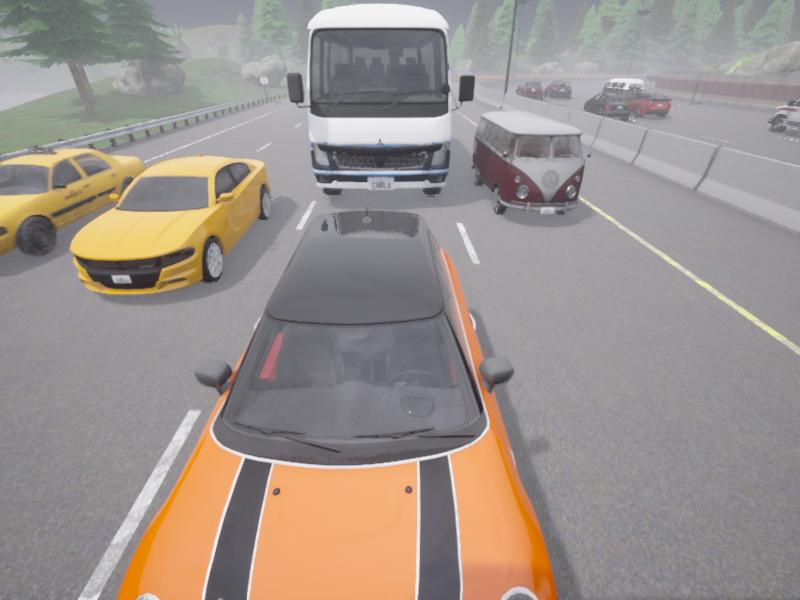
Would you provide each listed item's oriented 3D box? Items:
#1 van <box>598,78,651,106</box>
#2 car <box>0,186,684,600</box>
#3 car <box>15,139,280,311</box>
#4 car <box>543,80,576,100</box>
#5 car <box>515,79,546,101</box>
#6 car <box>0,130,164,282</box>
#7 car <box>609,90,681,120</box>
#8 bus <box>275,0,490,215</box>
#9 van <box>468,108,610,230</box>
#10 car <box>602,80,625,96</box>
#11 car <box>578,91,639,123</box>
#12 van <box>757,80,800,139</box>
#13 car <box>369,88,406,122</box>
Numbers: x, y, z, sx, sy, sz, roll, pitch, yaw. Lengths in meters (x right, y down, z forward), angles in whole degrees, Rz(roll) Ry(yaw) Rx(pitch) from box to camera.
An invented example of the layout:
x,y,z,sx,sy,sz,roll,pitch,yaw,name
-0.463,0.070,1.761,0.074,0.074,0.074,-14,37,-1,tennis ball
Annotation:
x,y,z,sx,sy,sz,roll,pitch,yaw,name
20.094,-18.783,36.057,2.069,2.038,4.480,0,31,1,van
-0.314,0.544,3.286,2.097,1.767,4.553,0,30,-1,car
-3.908,-1.800,7.541,1.882,1.535,5.008,-1,31,-1,car
17.114,-22.749,43.190,2.242,1.667,4.611,4,31,7,car
13.434,-21.822,41.481,2.097,1.767,4.553,3,30,4,car
-7.426,-2.329,8.397,1.801,1.575,5.366,0,30,-1,car
16.690,-13.537,27.603,2.007,1.525,4.514,0,30,-1,car
-0.406,-6.428,12.760,3.944,4.253,10.273,0,30,-1,bus
3.041,-3.479,9.967,1.775,1.987,4.442,0,30,-1,van
26.036,-25.982,48.936,1.970,1.475,3.806,12,32,19,car
13.226,-12.430,25.681,1.789,1.549,3.705,0,30,-1,car
20.380,-8.506,18.122,2.351,2.431,6.366,0,30,-1,van
-0.759,-12.948,26.447,2.242,1.667,4.611,0,30,-1,car
